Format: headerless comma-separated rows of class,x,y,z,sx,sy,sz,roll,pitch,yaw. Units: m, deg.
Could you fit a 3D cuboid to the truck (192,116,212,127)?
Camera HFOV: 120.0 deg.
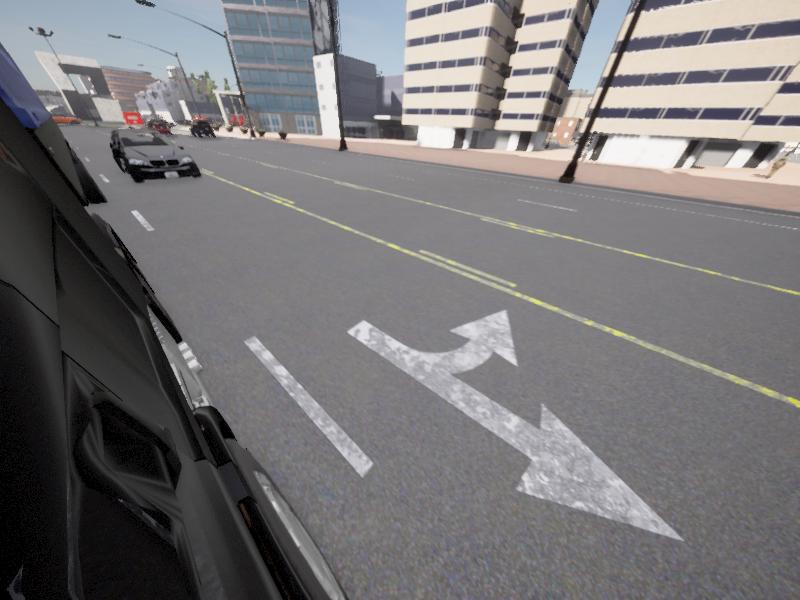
truck,-58.512,-52.720,68.211,5.204,2.467,2.627,31,45,32

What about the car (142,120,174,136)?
car,-33.398,-23.777,31.891,3.988,1.617,1.851,28,43,30

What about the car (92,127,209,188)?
car,-10.750,-6.283,9.954,4.611,1.667,2.242,28,43,30

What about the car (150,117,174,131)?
car,-44.135,-32.671,42.847,4.605,1.855,1.932,32,46,32

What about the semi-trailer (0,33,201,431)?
semi-trailer,-8.649,-3.644,4.268,14.254,4.402,2.717,29,44,30

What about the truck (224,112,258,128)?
truck,-54.276,-61.521,79.145,8.468,3.827,2.891,-28,46,-34

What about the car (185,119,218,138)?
car,-26.781,-23.097,31.192,3.866,1.878,1.905,28,43,30

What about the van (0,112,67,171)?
van,-18.262,-7.687,11.057,4.442,1.987,1.775,28,44,30

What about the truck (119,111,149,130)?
truck,-48.523,-32.716,42.130,2.627,2.467,5.204,-28,47,-35

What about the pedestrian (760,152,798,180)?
pedestrian,31.303,-11.078,19.116,0.751,1.860,0.751,-21,43,-28

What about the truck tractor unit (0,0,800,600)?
truck tractor unit,-2.645,-0.295,0.351,6.516,4.208,3.053,28,44,30

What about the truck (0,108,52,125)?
truck,-65.872,-31.437,39.529,6.274,2.098,2.390,-15,40,-22
